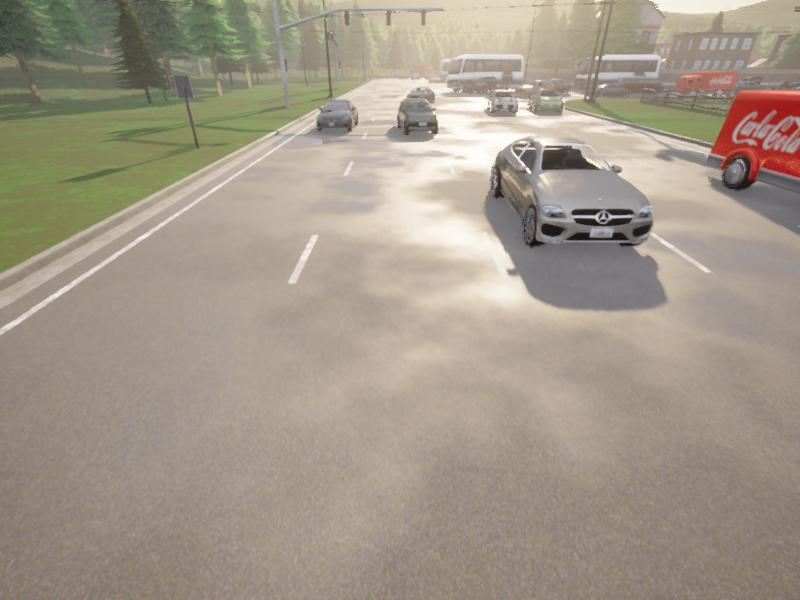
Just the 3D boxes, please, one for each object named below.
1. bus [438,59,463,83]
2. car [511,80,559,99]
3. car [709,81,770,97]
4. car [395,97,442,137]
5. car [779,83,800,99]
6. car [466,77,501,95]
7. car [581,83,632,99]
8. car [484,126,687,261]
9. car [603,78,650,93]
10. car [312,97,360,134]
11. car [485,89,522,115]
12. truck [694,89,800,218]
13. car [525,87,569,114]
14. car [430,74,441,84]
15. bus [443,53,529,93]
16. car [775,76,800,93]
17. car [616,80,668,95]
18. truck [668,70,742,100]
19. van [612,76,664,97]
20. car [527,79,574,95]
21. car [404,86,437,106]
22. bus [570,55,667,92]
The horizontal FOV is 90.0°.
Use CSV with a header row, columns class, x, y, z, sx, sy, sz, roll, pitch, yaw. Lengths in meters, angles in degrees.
class,x,y,z,sx,sy,sz,roll,pitch,yaw
bus,10.611,-49.101,85.602,3.944,4.253,10.273,0,30,0
car,14.760,-23.136,43.834,4.611,1.667,2.242,-16,34,-25
car,39.061,-24.379,46.121,4.902,1.511,2.128,0,30,0
car,0.860,-9.616,20.874,1.789,1.549,3.705,-4,30,-7
car,44.133,-22.565,43.170,4.181,1.385,1.994,0,30,0
car,10.051,-25.774,48.121,3.866,1.878,1.905,-20,36,-31
car,22.069,-22.373,42.836,4.181,1.385,1.994,-2,30,-3
car,3.506,-2.683,8.967,2.152,1.651,5.027,0,30,0
car,29.390,-27.948,52.052,4.611,1.667,2.242,0,30,0
car,-3.389,-10.273,22.096,1.812,1.442,4.674,1,30,1
car,7.574,-14.744,29.700,1.970,1.475,3.806,2,30,4
truck,10.514,-3.580,9.661,2.627,2.467,5.204,0,30,0
car,11.047,-15.200,30.430,2.007,1.525,4.514,3,30,5
car,6.988,-44.087,79.686,1.801,1.575,5.366,0,30,0
bus,11.082,-29.396,51.962,10.273,4.253,3.944,-12,30,-20
car,51.987,-28.122,52.145,3.866,1.878,1.905,0,30,0
car,29.654,-26.103,49.093,4.792,1.488,2.163,0,30,0
truck,32.454,-23.028,42.804,5.204,2.467,2.627,-2,30,1
van,27.213,-24.542,45.930,4.442,1.987,1.775,0,30,0
car,18.084,-25.762,48.324,4.611,1.667,2.242,-5,31,-9
car,1.898,-18.792,36.714,1.994,1.385,4.181,9,32,15
bus,29.375,-30.800,54.369,10.273,4.253,3.944,-1,30,-1
